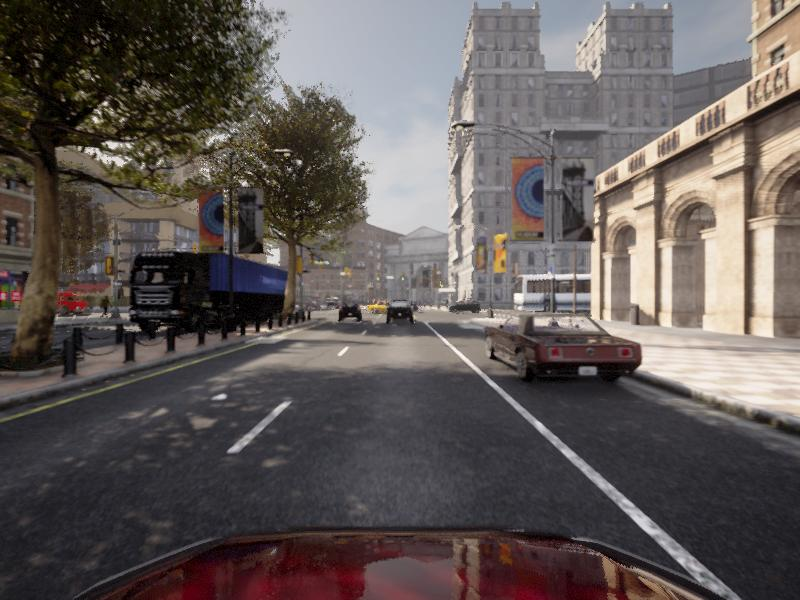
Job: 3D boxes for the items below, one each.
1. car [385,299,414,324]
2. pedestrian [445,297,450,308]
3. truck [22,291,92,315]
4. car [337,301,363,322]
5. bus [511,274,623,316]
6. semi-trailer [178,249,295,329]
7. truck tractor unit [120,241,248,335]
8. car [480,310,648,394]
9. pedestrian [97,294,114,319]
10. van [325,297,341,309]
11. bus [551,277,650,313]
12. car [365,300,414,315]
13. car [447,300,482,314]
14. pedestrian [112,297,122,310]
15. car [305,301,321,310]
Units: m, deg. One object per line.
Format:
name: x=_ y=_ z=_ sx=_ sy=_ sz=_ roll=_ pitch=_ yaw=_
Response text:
car: x=0.000 y=0.761 z=29.319 sx=1.930 sy=1.638 sz=5.238 roll=0 pitch=0 yaw=0
pedestrian: x=8.386 y=0.461 z=70.743 sx=0.751 sy=1.860 sz=0.751 roll=0 pitch=0 yaw=-9
truck: x=-36.199 y=0.339 z=42.371 sx=5.204 sy=2.467 sz=2.627 roll=0 pitch=0 yaw=0
car: x=-3.904 y=0.817 z=31.061 sx=1.845 sy=1.501 sz=3.633 roll=0 pitch=0 yaw=-8
bus: x=17.578 y=-0.547 z=42.780 sx=10.273 sy=4.253 sz=3.944 roll=0 pitch=0 yaw=0
semi-trailer: x=-10.915 y=-0.627 z=29.275 sx=2.717 sy=4.402 sz=14.254 roll=0 pitch=0 yaw=0
truck tractor unit: x=-11.029 y=-0.527 z=21.365 sx=3.053 sy=4.208 sz=6.516 roll=0 pitch=0 yaw=3
car: x=3.252 y=0.935 z=9.146 sx=1.895 sy=1.301 sz=4.718 roll=0 pitch=0 yaw=0
pedestrian: x=-22.391 y=0.475 z=30.416 sx=0.751 sy=1.860 sz=0.751 roll=0 pitch=0 yaw=-4
van: x=-11.477 y=0.548 z=68.531 sx=2.069 sy=2.038 sz=4.480 roll=0 pitch=0 yaw=0
bus: x=24.562 y=-0.552 z=49.568 sx=10.273 sy=4.253 sz=3.944 roll=0 pitch=0 yaw=0
car: x=-1.174 y=0.786 z=44.665 sx=5.366 sy=1.575 sz=1.801 roll=0 pitch=0 yaw=32
car: x=7.395 y=0.797 z=46.106 sx=3.705 sy=1.549 sz=1.789 roll=0 pitch=0 yaw=0
pedestrian: x=-39.064 y=0.466 z=55.216 sx=0.751 sy=1.860 sz=0.751 roll=0 pitch=0 yaw=5
car: x=-14.982 y=0.847 z=69.147 sx=1.812 sy=1.442 sz=4.674 roll=0 pitch=0 yaw=0
